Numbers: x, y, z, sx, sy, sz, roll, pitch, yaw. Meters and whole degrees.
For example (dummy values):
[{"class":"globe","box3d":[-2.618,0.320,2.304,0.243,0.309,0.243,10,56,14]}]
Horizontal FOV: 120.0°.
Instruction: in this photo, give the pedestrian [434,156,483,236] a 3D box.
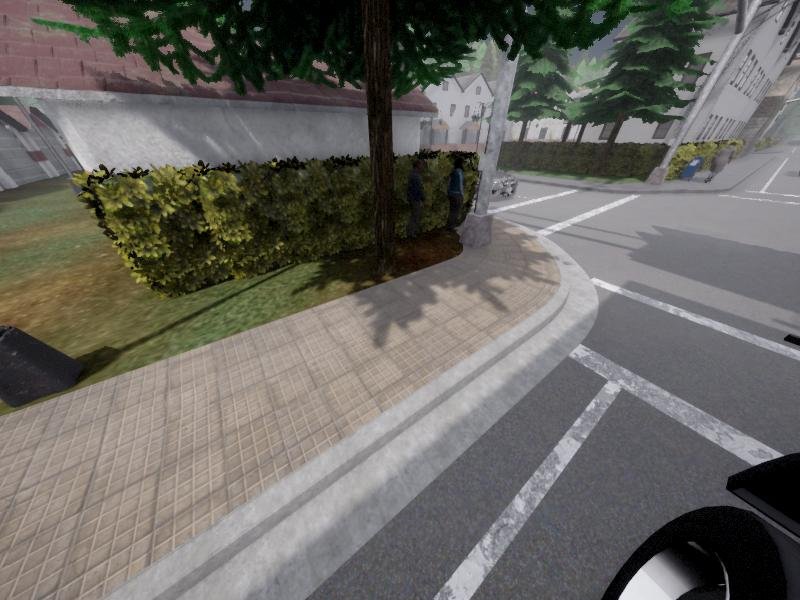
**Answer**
[{"class":"pedestrian","box3d":[1.532,-2.847,6.357,0.751,1.860,0.751,-15,38,-19]}]

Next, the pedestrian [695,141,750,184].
[{"class":"pedestrian","box3d":[16.871,-7.238,12.152,0.751,1.860,0.751,-16,38,-20]}]

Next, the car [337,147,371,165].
[{"class":"car","box3d":[-5.451,-17.005,27.093,1.882,1.535,5.008,-22,41,-28]}]

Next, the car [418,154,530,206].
[{"class":"car","box3d":[3.364,-6.288,11.743,2.152,1.651,5.027,-23,41,-29]}]

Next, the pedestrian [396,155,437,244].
[{"class":"pedestrian","box3d":[0.354,-2.416,5.655,0.751,1.860,0.751,-6,36,-8]}]

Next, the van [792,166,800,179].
[{"class":"van","box3d":[27.573,-8.900,14.586,4.480,2.038,2.069,-22,41,-28]}]

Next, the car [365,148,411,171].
[{"class":"car","box3d":[-1.236,-13.529,22.128,1.882,1.535,5.008,-22,41,-28]}]
